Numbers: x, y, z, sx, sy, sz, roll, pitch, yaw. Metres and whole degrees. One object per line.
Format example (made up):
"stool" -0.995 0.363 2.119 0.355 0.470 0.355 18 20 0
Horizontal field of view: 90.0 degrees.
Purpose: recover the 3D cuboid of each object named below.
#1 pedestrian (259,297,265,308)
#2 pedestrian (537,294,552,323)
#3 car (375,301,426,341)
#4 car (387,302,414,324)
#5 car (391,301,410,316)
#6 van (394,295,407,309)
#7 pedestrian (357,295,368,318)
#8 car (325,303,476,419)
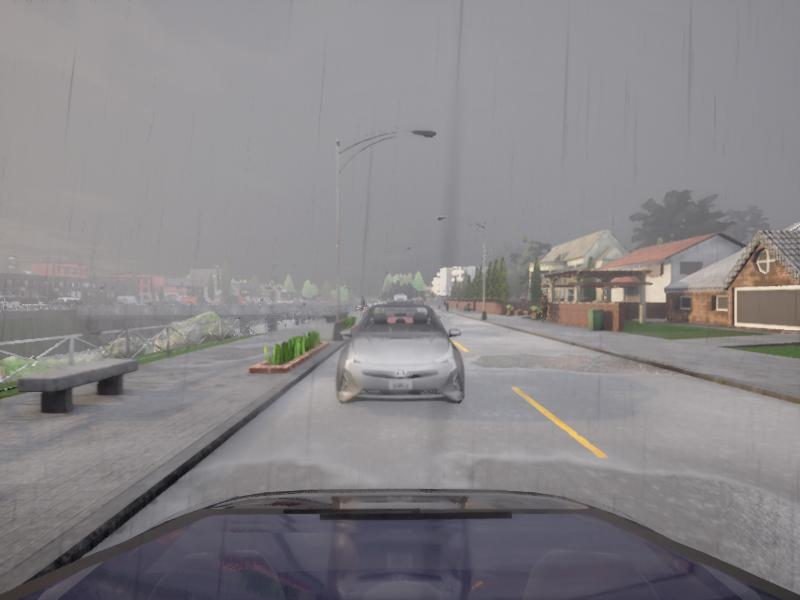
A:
"pedestrian" -23.114 0.422 66.957 0.751 1.860 0.751 0 0 6
"pedestrian" 9.217 0.543 25.545 0.751 1.860 0.751 0 0 2
"car" 0.021 0.835 17.979 2.007 1.525 4.514 0 0 0
"car" 0.031 0.865 28.277 1.816 1.474 4.193 0 0 0
"car" 0.045 0.839 42.670 1.882 1.535 5.008 0 0 0
"van" 0.076 0.400 72.575 2.351 2.431 6.366 0 0 0
"pedestrian" -3.164 0.546 33.652 0.751 1.860 0.751 0 0 -18
"car" 0.010 0.832 7.596 2.007 1.525 4.514 0 0 0
